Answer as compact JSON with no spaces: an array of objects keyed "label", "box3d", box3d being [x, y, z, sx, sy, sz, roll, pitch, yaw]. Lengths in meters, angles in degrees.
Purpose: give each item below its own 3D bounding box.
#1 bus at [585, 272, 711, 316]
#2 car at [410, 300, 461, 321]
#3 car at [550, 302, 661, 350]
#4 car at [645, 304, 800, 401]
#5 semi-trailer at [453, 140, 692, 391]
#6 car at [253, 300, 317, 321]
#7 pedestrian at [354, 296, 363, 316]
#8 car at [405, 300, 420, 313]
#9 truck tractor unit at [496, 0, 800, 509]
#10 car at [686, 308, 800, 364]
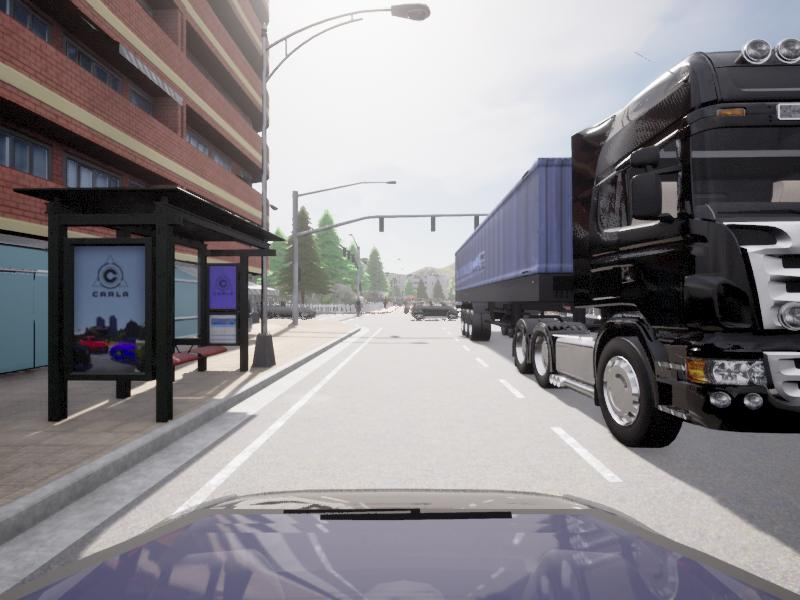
[{"label":"bus","box3d":[24.878,-0.589,40.654,10.273,4.253,3.944,0,0,1]},{"label":"car","box3d":[2.674,0.786,30.689,3.705,1.549,1.789,0,0,0]},{"label":"car","box3d":[7.494,0.845,15.241,1.837,1.490,4.892,0,0,2]},{"label":"car","box3d":[7.280,0.845,8.035,1.837,1.490,4.892,0,0,2]},{"label":"semi-trailer","box3d":[3.960,-0.618,14.165,2.717,4.402,14.254,0,0,2]},{"label":"car","box3d":[-8.644,0.773,30.443,4.514,1.525,2.007,0,0,-10]},{"label":"pedestrian","box3d":[-3.907,0.591,37.673,0.751,1.860,0.751,0,0,0]},{"label":"car","box3d":[1.651,0.801,52.279,1.801,1.575,5.366,0,0,3]},{"label":"truck tractor unit","box3d":[3.726,-0.516,6.257,3.053,4.208,6.516,0,0,2]},{"label":"car","box3d":[10.890,0.944,11.627,1.895,1.301,4.718,0,0,2]}]
